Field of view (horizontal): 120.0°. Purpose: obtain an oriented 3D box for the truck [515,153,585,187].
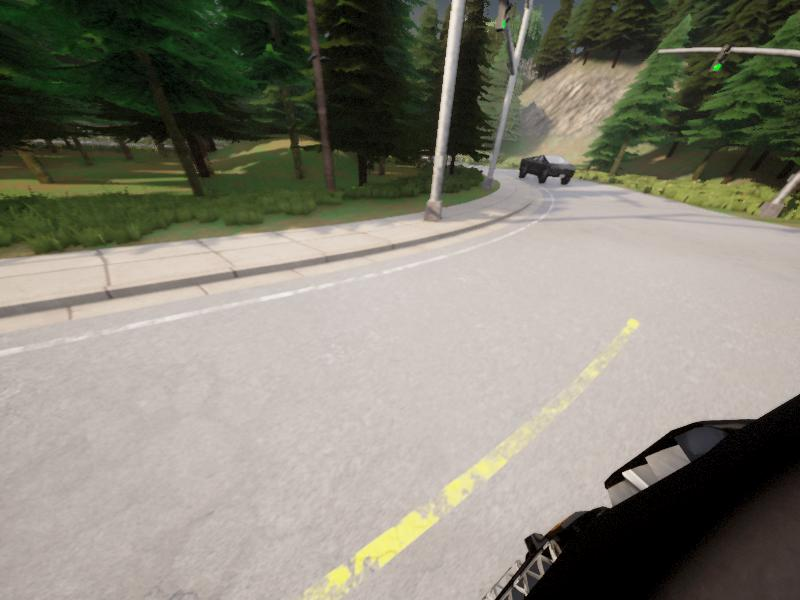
[{"bbox_3d":[13.228,-12.024,21.108,2.390,2.098,6.274,3,34,0],"label":"truck"}]
